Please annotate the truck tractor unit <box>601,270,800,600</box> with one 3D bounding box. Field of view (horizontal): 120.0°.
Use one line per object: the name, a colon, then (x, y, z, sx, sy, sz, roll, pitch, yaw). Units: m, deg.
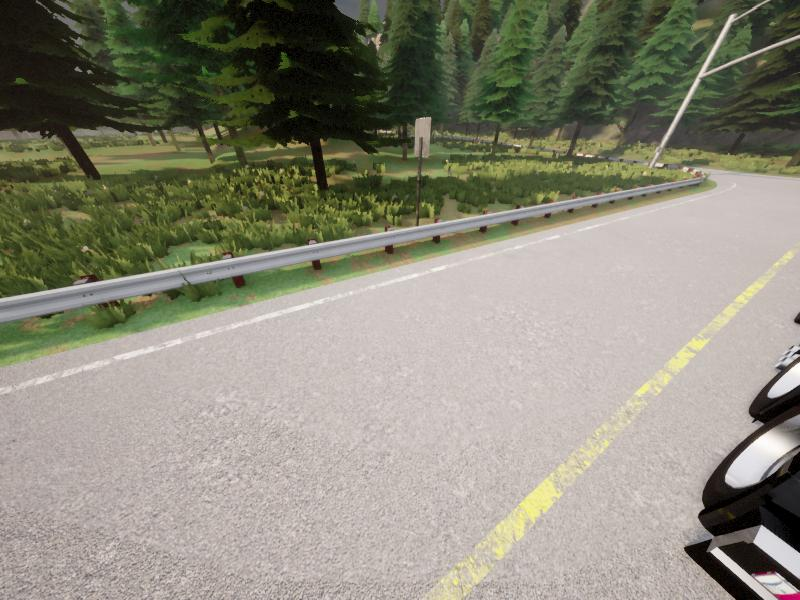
truck tractor unit: (5.120, -0.292, 0.767, 6.516, 4.208, 3.053, -18, 39, -24)
